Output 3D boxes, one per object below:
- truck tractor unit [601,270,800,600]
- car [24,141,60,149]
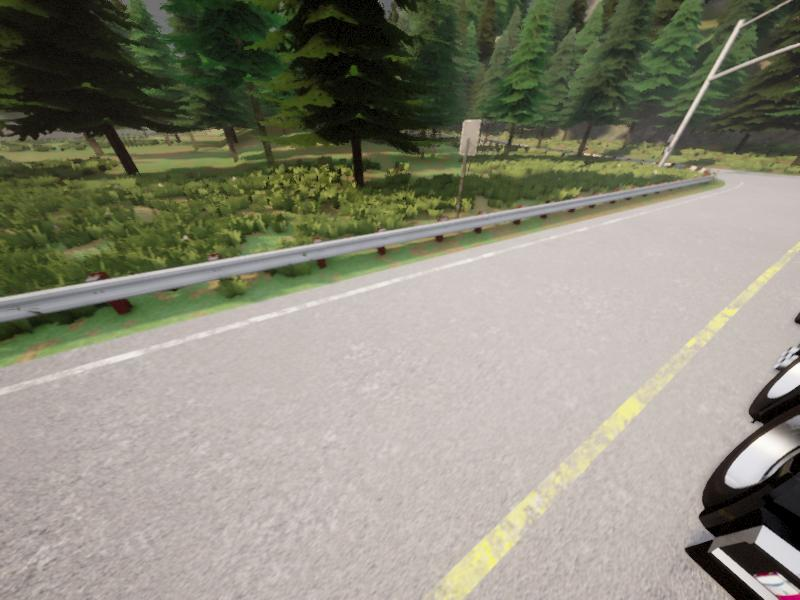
[{"bbox_3d":[5.127,-0.281,0.781,6.516,4.208,3.053,-17,39,-24],"label":"truck tractor unit"},{"bbox_3d":[-92.042,-39.974,59.518,2.007,1.525,4.514,15,37,20],"label":"car"}]
